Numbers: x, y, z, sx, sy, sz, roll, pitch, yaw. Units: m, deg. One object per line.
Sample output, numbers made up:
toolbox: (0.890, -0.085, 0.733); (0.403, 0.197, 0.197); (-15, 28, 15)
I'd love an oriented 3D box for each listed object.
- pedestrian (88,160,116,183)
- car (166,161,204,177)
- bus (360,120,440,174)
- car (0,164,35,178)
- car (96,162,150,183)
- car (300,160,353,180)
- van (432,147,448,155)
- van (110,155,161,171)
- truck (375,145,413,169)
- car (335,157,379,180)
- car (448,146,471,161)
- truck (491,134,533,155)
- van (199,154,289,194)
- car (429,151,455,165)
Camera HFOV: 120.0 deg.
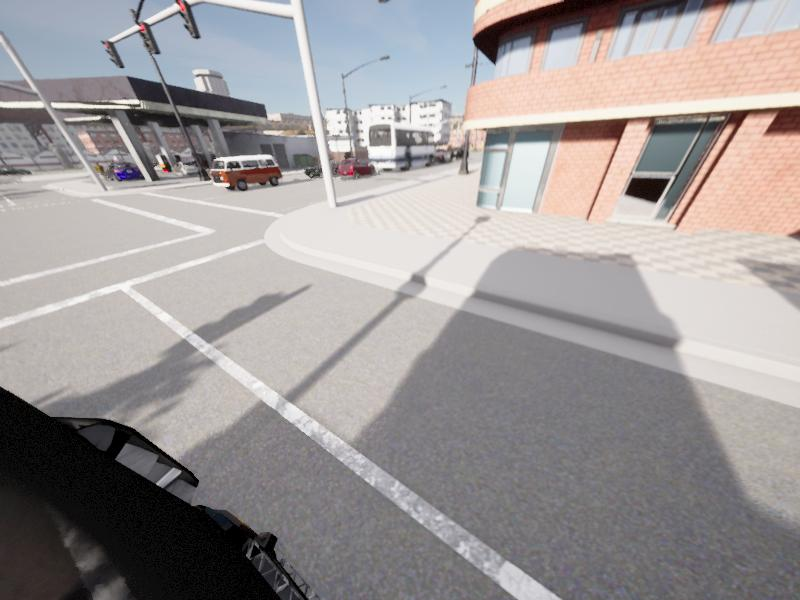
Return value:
pedestrian: (-28.555, -12.277, 22.132); (0.751, 1.860, 0.751); (17, 38, 27)
car: (-26.704, -16.307, 28.717); (3.806, 1.475, 1.970); (17, 38, 27)
bus: (0.527, -17.278, 26.274); (3.944, 4.253, 10.273); (17, 38, 26)
car: (-67.754, -22.325, 39.911); (2.097, 1.767, 4.553); (17, 38, 27)
car: (-29.046, -13.465, 24.239); (4.611, 1.667, 2.242); (17, 38, 27)
car: (-6.850, -12.539, 22.176); (1.895, 1.301, 4.718); (17, 38, 26)
van: (12.194, -45.518, 70.503); (4.480, 2.038, 2.069); (17, 38, 27)
van: (-56.363, -29.416, 49.458); (2.351, 2.431, 6.366); (17, 38, 27)
truck: (-0.616, -19.049, 30.663); (2.627, 2.467, 5.204); (17, 37, 26)
car: (-3.736, -11.835, 20.721); (1.845, 1.501, 3.633); (17, 38, 26)
car: (10.423, -25.510, 40.229); (2.150, 2.045, 5.566); (15, 37, 24)
truck: (27.822, -38.720, 57.675); (8.468, 3.827, 2.891); (19, 39, 29)
van: (-10.815, -9.092, 16.484); (2.069, 2.038, 4.480); (16, 38, 25)
car: (6.380, -21.443, 34.748); (2.038, 1.542, 4.974); (16, 37, 25)
